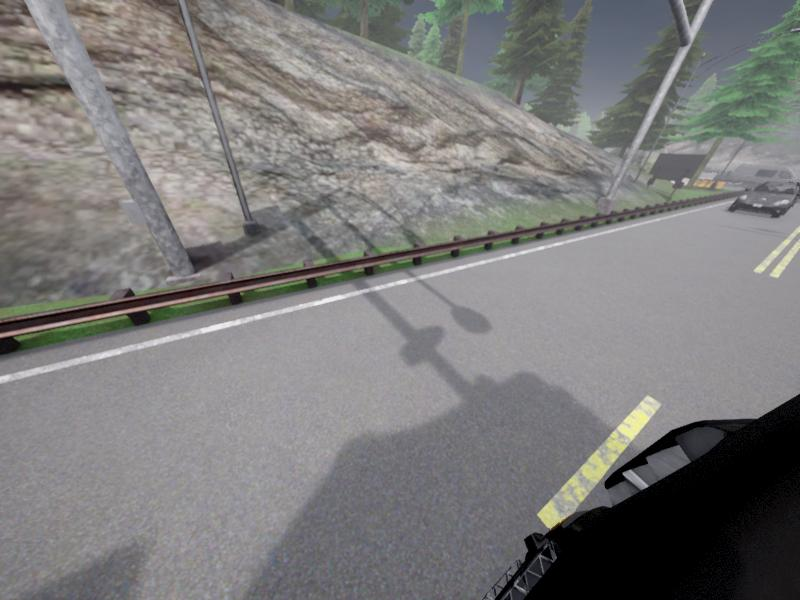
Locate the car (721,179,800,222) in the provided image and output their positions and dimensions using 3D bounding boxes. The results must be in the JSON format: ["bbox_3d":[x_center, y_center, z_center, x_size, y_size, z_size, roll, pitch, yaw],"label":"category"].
[{"bbox_3d":[19.674,-5.433,12.328,3.988,1.617,1.851,-16,38,-26],"label":"car"}]

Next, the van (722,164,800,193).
[{"bbox_3d":[45.715,-15.209,28.722,1.988,2.561,5.915,-16,38,-26],"label":"van"}]

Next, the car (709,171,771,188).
[{"bbox_3d":[47.423,-16.907,32.346,2.007,1.525,4.514,-16,38,-26],"label":"car"}]

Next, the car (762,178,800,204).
[{"bbox_3d":[31.907,-8.831,18.566,4.792,1.488,2.163,-16,38,-26],"label":"car"}]

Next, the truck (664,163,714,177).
[{"bbox_3d":[63.085,-28.503,50.626,2.390,2.098,6.274,-16,38,-26],"label":"truck"}]

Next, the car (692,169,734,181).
[{"bbox_3d":[56.918,-22.840,42.123,1.816,1.474,4.193,-16,38,-26],"label":"car"}]
